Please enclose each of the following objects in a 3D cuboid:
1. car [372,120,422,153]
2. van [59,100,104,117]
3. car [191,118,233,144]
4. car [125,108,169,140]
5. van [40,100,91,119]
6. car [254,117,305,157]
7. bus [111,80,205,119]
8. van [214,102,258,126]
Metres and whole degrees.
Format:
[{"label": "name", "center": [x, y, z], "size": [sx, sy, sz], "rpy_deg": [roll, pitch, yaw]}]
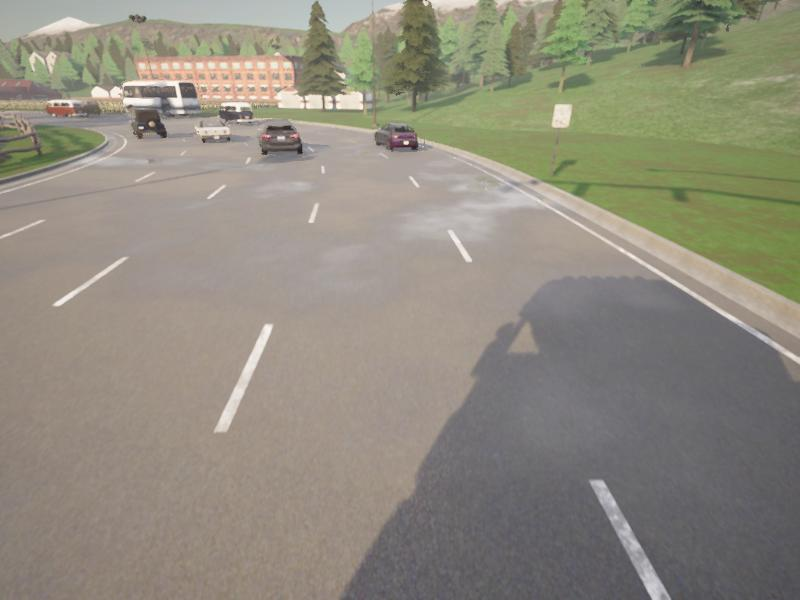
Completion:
[{"label": "car", "center": [-0.312, -10.065, 24.475], "size": [1.816, 1.474, 4.193], "rpy_deg": [-8, 28, -17]}, {"label": "van", "center": [-42.021, -25.301, 52.818], "size": [4.442, 1.987, 1.775], "rpy_deg": [7, 28, 12]}, {"label": "car", "center": [-13.331, -11.974, 28.180], "size": [1.895, 1.301, 4.718], "rpy_deg": [-14, 31, -27]}, {"label": "car", "center": [-18.773, -13.100, 29.632], "size": [1.905, 1.878, 3.866], "rpy_deg": [-18, 32, -33]}, {"label": "van", "center": [-41.351, -23.586, 49.457], "size": [4.480, 2.038, 2.069], "rpy_deg": [7, 28, 12]}, {"label": "car", "center": [-7.031, -9.487, 23.045], "size": [2.242, 1.667, 4.611], "rpy_deg": [-9, 29, -18]}, {"label": "bus", "center": [-31.856, -26.534, 52.876], "size": [10.273, 4.253, 3.944], "rpy_deg": [9, 28, 16]}, {"label": "van", "center": [-17.161, -19.468, 41.825], "size": [4.480, 2.038, 2.069], "rpy_deg": [23, 33, 36]}]
